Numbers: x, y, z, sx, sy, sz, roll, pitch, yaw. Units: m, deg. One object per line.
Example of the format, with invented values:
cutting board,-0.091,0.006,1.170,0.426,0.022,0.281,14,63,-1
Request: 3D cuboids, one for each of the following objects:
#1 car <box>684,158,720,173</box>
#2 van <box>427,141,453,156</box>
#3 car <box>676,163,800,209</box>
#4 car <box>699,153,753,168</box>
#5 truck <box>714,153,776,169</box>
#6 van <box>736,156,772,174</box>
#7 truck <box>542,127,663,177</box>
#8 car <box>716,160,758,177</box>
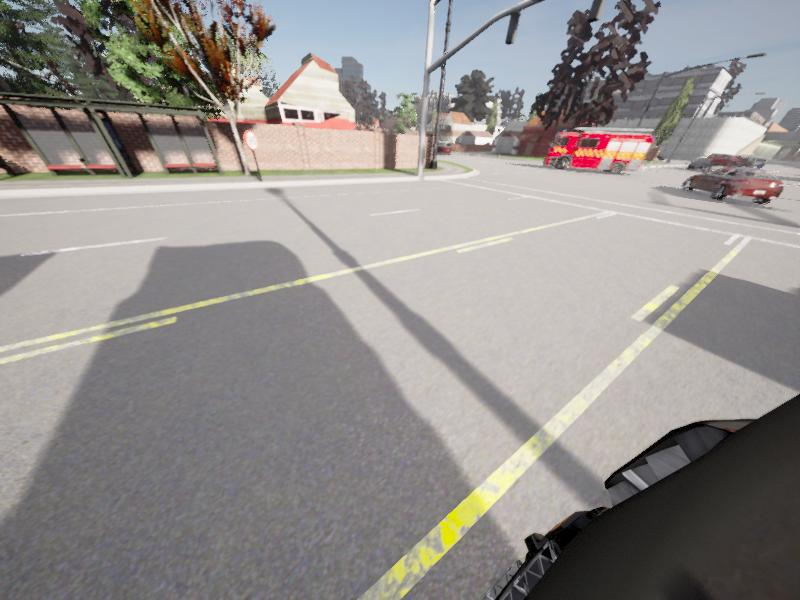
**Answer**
car,41.844,-18.706,32.021,4.892,1.490,1.837,-18,40,-27
van,7.056,-26.846,40.821,1.775,1.987,4.442,-19,41,-28
car,20.045,-7.106,14.027,2.152,1.651,5.027,16,37,18
car,62.062,-26.681,44.161,2.150,2.045,5.566,2,35,-2
truck,66.633,-27.023,44.893,2.390,2.098,6.274,-2,35,-6
van,51.756,-19.808,33.805,4.442,1.987,1.775,-18,40,-27
truck,20.523,-15.812,24.477,8.468,3.827,2.891,16,38,19
car,41.661,-16.272,28.535,4.514,1.525,2.007,-18,40,-27
